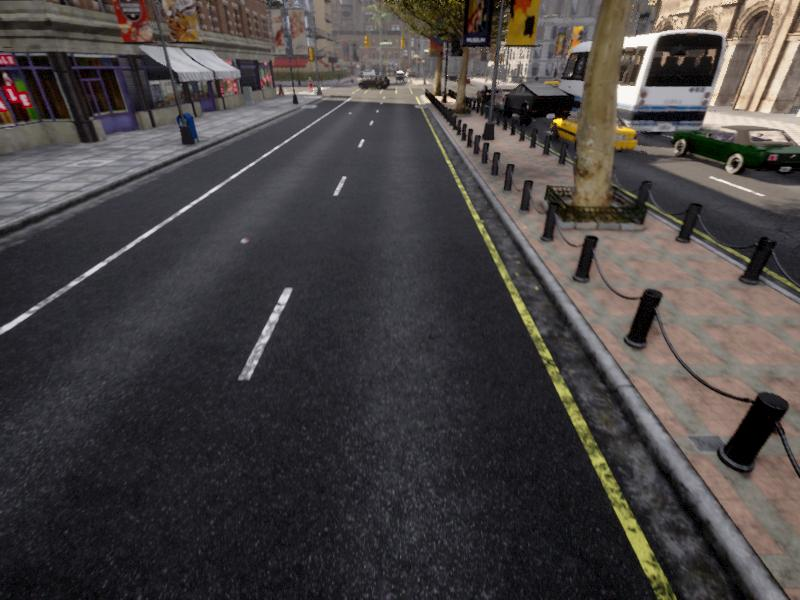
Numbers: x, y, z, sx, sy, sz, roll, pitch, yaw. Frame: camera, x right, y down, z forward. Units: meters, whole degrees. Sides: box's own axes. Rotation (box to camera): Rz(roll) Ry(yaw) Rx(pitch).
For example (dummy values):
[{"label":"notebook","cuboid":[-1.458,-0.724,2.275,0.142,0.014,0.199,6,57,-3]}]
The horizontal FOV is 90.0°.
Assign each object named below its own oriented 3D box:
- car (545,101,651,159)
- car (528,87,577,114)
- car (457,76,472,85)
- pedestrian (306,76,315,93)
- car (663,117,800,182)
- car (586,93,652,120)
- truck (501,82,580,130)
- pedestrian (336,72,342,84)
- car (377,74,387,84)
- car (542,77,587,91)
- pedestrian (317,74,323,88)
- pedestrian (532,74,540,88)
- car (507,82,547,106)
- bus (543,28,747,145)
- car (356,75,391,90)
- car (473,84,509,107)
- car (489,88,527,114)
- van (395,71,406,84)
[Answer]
[{"label":"car","cuboid":[8.014,-7.318,16.901,1.801,1.575,5.366,0,31,0]},{"label":"car","cuboid":[11.521,-15.270,30.542,1.837,1.490,4.892,0,30,0]},{"label":"car","cuboid":[11.542,-39.399,71.806,1.994,1.385,4.181,0,30,0]},{"label":"pedestrian","cuboid":[-11.197,-27.002,50.124,0.751,1.860,0.751,-1,30,-2]},{"label":"car","cuboid":[11.512,-5.283,13.708,1.895,1.301,4.718,0,30,0]},{"label":"car","cuboid":[14.768,-13.257,27.297,1.895,1.301,4.718,0,30,0]},{"label":"truck","cuboid":[8.017,-11.641,23.755,2.390,2.098,6.274,0,30,0]},{"label":"pedestrian","cuboid":[-10.926,-39.919,71.848,0.751,1.860,0.751,16,34,24]},{"label":"car","cuboid":[-3.454,-43.676,79.018,1.812,1.442,4.674,0,30,0]},{"label":"car","cuboid":[22.988,-30.342,56.158,5.366,1.575,1.801,1,30,1]},{"label":"pedestrian","cuboid":[-12.129,-33.198,60.689,0.751,1.860,0.751,-6,31,-10]},{"label":"pedestrian","cuboid":[21.239,-34.198,62.411,0.751,1.860,0.751,4,31,7]},{"label":"car","cuboid":[11.526,-18.935,36.658,2.033,1.649,4.856,0,30,0]},{"label":"bus","cuboid":[11.385,-11.211,20.895,3.944,4.253,10.273,0,30,0]},{"label":"car","cuboid":[-3.790,-31.325,57.530,4.605,1.855,1.932,11,32,18]},{"label":"car","cuboid":[8.022,-18.297,35.684,2.128,1.511,4.902,0,30,0]},{"label":"car","cuboid":[8.021,-14.998,30.040,1.845,1.501,3.633,0,30,0]},{"label":"van","cuboid":[0.051,-43.621,78.337,2.069,2.038,4.480,0,30,0]}]
